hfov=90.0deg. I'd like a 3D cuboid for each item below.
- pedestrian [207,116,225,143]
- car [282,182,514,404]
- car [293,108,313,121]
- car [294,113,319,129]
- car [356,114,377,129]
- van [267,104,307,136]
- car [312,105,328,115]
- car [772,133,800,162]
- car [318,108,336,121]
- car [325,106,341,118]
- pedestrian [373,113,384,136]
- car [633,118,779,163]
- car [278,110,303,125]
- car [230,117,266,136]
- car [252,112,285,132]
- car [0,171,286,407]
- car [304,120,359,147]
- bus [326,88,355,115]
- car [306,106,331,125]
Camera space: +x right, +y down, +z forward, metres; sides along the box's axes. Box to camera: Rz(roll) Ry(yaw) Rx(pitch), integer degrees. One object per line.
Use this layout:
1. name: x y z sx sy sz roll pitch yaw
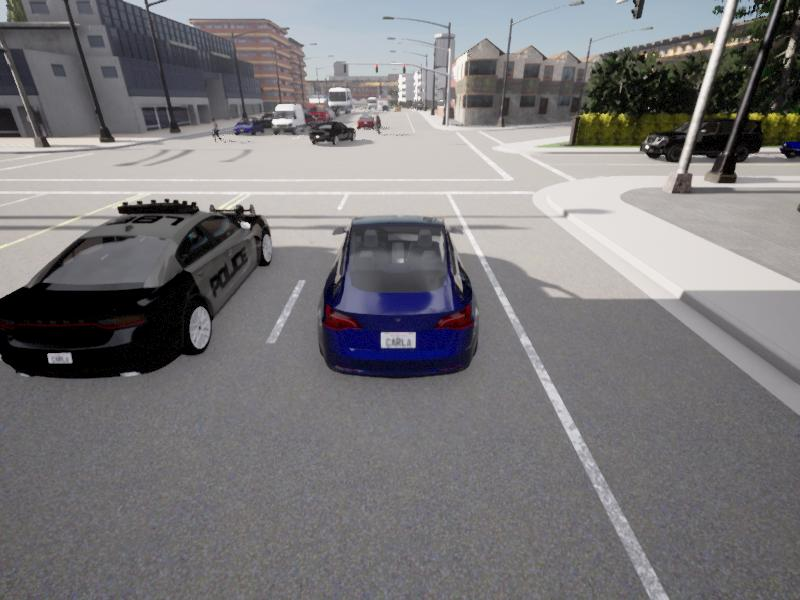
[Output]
1. pedestrian: -13.890 -12.856 30.169 0.751 1.860 0.751 -20 33 -34
2. car: -0.031 -0.606 6.210 2.163 1.488 4.792 0 27 0
3. car: -14.384 -27.715 59.685 1.837 1.490 4.892 0 28 0
4. car: -10.724 -20.724 46.333 1.812 1.442 4.674 0 27 0
5. car: -3.821 -20.721 46.413 1.994 1.385 4.181 0 27 0
6. van: -10.734 -17.409 38.537 1.988 2.561 5.915 0 27 0
7. car: -14.467 -34.404 72.317 1.882 1.535 5.008 0 27 0
8. car: 23.279 -8.131 21.330 4.718 1.301 1.895 0 26 0
9. car: -10.883 -27.837 59.969 1.812 1.442 4.674 0 28 0
10. car: -10.921 -30.853 65.602 1.816 1.474 4.193 0 28 0
11. pedestrian: -1.924 -15.858 36.171 0.751 1.860 0.751 -11 28 -21
12. car: 15.946 -8.474 21.177 5.566 2.045 2.150 0 26 0
13. car: -14.333 -23.942 52.464 1.882 1.535 5.008 0 27 0
14. car: -14.232 -16.407 37.727 1.816 1.474 4.193 0 27 0
15. car: -14.274 -19.517 43.744 1.930 1.638 5.238 0 27 0
16. car: -3.523 -0.756 6.335 1.930 1.638 5.238 0 27 0
17. car: -5.027 -12.680 30.222 1.882 1.535 5.008 9 28 17
18. bus: -10.864 -36.955 74.329 3.944 4.253 10.273 0 27 0
19. car: -10.831 -24.889 53.728 2.150 2.045 5.566 0 28 0
